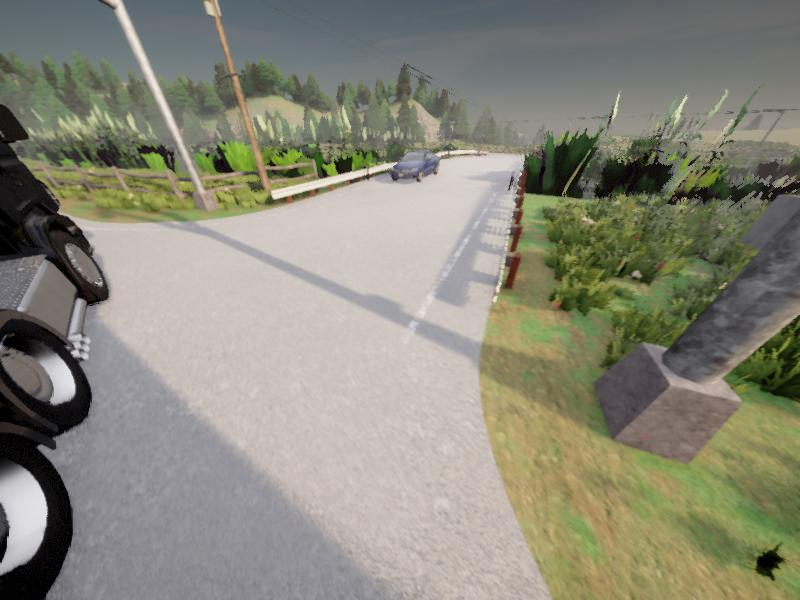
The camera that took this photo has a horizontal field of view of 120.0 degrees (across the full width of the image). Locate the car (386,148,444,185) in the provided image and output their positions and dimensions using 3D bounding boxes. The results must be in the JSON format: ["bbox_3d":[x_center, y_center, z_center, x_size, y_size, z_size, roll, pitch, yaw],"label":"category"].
[{"bbox_3d":[1.082,-8.472,14.441,1.812,1.442,4.674,16,40,22],"label":"car"}]

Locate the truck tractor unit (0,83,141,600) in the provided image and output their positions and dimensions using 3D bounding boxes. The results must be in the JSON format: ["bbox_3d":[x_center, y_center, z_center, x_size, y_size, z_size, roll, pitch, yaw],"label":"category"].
[{"bbox_3d":[-4.777,-0.544,1.134,3.053,4.208,6.516,-29,44,-35],"label":"truck tractor unit"}]
